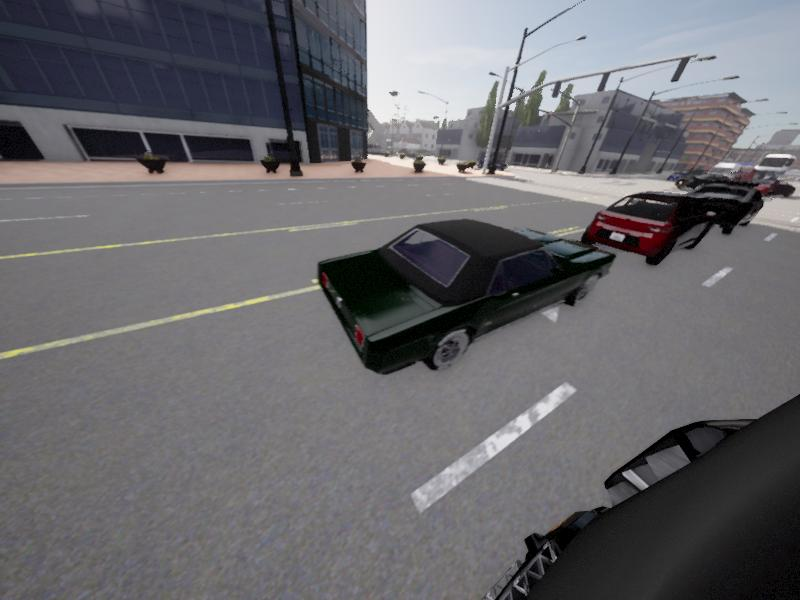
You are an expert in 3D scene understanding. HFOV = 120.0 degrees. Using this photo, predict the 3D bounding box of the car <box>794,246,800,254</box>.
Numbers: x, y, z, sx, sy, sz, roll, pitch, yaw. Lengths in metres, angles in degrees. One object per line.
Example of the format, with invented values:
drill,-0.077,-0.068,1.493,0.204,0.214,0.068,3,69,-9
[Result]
car,14.702,-2.096,6.927,4.792,1.488,2.163,-16,38,-26

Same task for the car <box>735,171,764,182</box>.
car,61.731,-21.835,40.808,4.674,1.442,1.812,-16,38,-25

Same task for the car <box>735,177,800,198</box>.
car,35.624,-10.833,22.229,4.181,1.385,1.994,-4,34,-11

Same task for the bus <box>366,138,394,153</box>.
bus,-7.952,-61.275,91.709,10.273,4.253,3.944,12,34,12

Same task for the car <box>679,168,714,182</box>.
car,47.449,-20.030,36.975,5.238,1.638,1.930,-16,38,-26

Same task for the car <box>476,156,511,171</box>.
car,12.956,-19.024,32.250,1.816,1.474,4.193,-15,38,-26

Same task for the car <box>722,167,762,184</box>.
car,55.787,-20.336,37.678,5.566,2.045,2.150,-16,38,-25

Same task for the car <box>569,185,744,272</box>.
car,7.170,-2.224,6.495,4.193,1.474,1.816,-16,38,-26

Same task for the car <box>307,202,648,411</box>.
car,1.324,-0.495,3.607,4.718,1.301,1.895,-16,38,-26

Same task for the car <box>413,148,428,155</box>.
car,8.434,-60.902,94.845,5.566,2.045,2.150,-4,34,-12

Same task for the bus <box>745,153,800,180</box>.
bus,76.535,-27.209,47.235,10.273,4.253,3.944,-16,38,-26

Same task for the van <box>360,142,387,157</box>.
van,-6.067,-34.884,53.410,5.915,2.561,1.988,18,36,21

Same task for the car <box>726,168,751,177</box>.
car,72.132,-27.181,49.273,5.008,1.535,1.882,-16,38,-26

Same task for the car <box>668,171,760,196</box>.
car,29.081,-10.961,21.609,5.008,1.535,1.882,7,33,5

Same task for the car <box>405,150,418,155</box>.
car,4.330,-57.141,89.289,2.033,1.411,5.357,-22,41,-33

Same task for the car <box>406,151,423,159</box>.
car,3.295,-34.197,54.366,2.033,1.411,5.357,-8,35,-17

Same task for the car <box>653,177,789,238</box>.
car,13.141,-3.955,9.445,5.238,1.638,1.930,-16,38,-26

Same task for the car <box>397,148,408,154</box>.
car,1.095,-56.634,87.767,1.905,1.878,3.866,-26,43,-37

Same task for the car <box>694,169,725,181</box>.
car,53.772,-21.805,40.178,5.008,1.535,1.882,-16,38,-25

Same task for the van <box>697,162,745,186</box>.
van,43.807,-17.161,31.507,5.915,2.561,1.988,-15,38,-26

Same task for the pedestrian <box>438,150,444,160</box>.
pedestrian,8.940,-32.048,50.942,0.751,1.860,0.751,-21,41,-33

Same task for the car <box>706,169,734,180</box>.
car,59.740,-23.535,43.152,4.892,1.490,1.837,-17,38,-25

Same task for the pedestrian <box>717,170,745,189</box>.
pedestrian,37.552,-13.686,26.251,0.751,1.860,0.751,16,35,18

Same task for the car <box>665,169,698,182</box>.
car,41.401,-18.300,33.969,4.193,1.474,1.816,-15,38,-26

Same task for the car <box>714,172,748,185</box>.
car,50.028,-18.392,34.901,4.674,1.442,1.812,-16,38,-25
